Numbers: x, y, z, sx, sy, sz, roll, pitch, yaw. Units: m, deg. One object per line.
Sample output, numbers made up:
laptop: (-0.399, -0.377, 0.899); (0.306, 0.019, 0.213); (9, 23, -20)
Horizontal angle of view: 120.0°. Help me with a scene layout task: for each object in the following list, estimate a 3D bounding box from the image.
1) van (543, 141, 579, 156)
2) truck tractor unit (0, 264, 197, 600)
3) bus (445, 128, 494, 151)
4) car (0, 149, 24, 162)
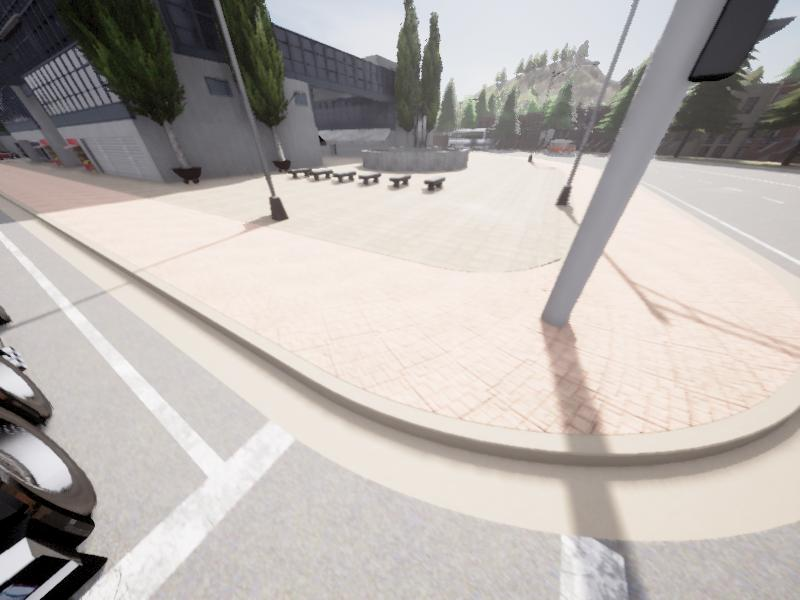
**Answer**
van: (25.902, -24.580, 37.372); (1.775, 1.987, 4.442); (-8, 35, -11)
truck tractor unit: (-5.115, -0.293, 0.793); (6.516, 4.208, 3.053); (18, 39, 24)
bus: (16.616, -38.888, 56.095); (10.273, 4.253, 3.944); (29, 44, 35)
car: (-60.444, -21.744, 34.688); (1.789, 1.549, 3.705); (18, 38, 25)
